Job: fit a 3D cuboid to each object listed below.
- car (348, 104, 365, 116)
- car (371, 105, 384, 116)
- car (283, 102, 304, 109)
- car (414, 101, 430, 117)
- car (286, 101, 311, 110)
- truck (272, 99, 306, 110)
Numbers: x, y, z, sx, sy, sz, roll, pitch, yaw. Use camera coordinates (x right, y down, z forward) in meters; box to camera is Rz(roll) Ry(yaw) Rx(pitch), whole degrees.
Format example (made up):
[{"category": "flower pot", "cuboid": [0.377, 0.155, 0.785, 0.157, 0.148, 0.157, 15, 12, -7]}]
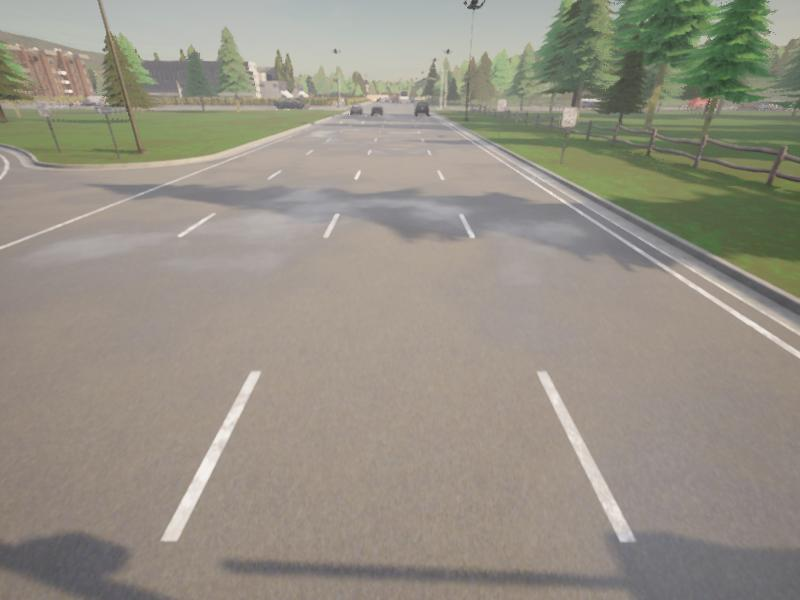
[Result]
[{"category": "car", "cuboid": [-7.103, -31.253, 65.730, 2.128, 1.511, 4.902, 0, 27, 0]}, {"category": "car", "cuboid": [-3.600, -30.336, 63.986, 1.837, 1.490, 4.892, 0, 27, 0]}, {"category": "car", "cuboid": [-24.299, -44.587, 91.722, 4.181, 1.385, 1.994, 0, 27, -1]}, {"category": "car", "cuboid": [3.402, -29.974, 62.722, 2.150, 2.045, 5.566, 0, 27, 0]}, {"category": "car", "cuboid": [-22.443, -43.107, 88.577, 5.027, 1.651, 2.152, 0, 27, -1]}, {"category": "truck", "cuboid": [-23.583, -41.714, 85.338, 6.274, 2.098, 2.390, 0, 27, -1]}]
